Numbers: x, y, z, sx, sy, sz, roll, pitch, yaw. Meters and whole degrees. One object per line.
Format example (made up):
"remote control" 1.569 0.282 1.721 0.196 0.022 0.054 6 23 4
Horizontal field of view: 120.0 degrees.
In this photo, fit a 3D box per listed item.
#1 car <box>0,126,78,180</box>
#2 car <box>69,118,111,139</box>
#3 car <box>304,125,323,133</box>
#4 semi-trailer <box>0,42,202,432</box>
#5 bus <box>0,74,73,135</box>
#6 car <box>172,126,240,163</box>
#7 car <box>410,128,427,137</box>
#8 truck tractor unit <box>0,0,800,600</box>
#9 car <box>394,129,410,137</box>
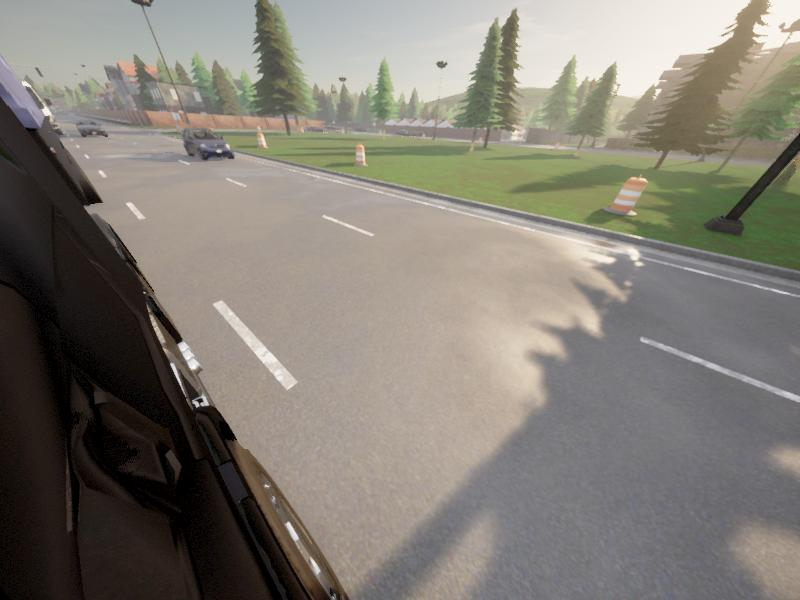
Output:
"car" -16.142 -6.416 9.881 4.902 1.511 2.128 28 44 30
"car" -31.535 -17.451 23.509 4.193 1.474 1.816 28 44 30
"car" -21.463 -42.172 57.069 3.806 1.475 1.970 -20 42 -27
"semi-trailer" -8.694 -3.621 4.212 14.254 4.402 2.717 28 44 30
"bus" -38.669 -19.762 23.810 10.273 4.253 3.944 27 43 31
"car" -12.346 -9.925 14.690 3.988 1.617 1.851 28 44 30
"car" 5.684 -51.510 70.995 4.605 1.855 1.932 28 44 30
"truck tractor unit" -2.645 -0.295 0.351 6.516 4.208 3.053 28 44 30
"car" 0.585 -45.838 63.439 3.806 1.475 1.970 28 44 30
